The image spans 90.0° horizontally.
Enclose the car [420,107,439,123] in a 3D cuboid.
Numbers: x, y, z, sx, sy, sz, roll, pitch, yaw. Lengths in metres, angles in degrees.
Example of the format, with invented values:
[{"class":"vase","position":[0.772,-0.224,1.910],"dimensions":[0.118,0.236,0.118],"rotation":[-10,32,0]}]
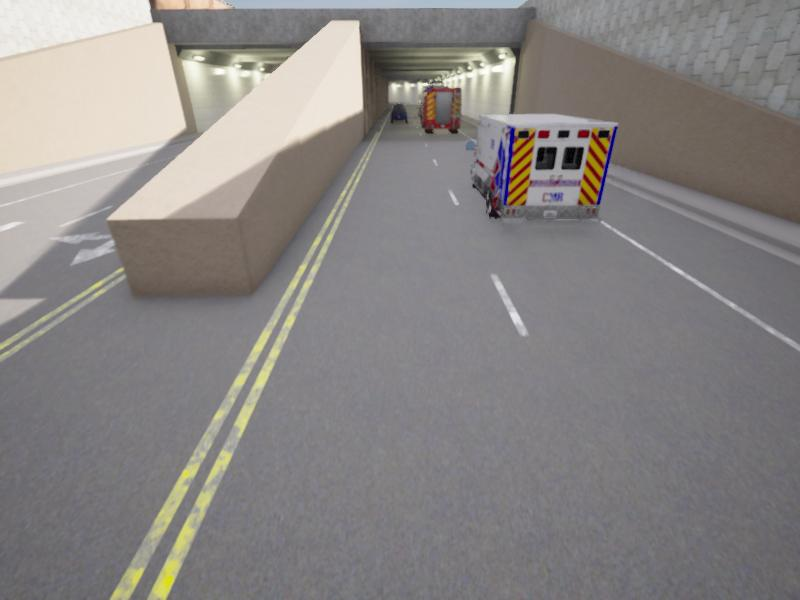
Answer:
[{"class":"car","position":[3.407,-21.773,46.978],"dimensions":[1.812,1.442,4.674],"rotation":[0,27,0]}]

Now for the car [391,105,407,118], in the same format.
[{"class":"car","position":[-0.107,-26.129,55.497],"dimensions":[2.033,1.411,5.357],"rotation":[0,27,0]}]

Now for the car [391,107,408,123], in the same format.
[{"class":"car","position":[-0.094,-21.557,46.512],"dimensions":[1.882,1.535,5.008],"rotation":[0,27,0]}]

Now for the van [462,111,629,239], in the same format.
[{"class":"van","position":[3.470,-3.955,11.508],"dimensions":[2.351,2.431,6.366],"rotation":[0,27,0]}]

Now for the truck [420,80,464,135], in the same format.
[{"class":"truck","position":[3.424,-16.932,35.043],"dimensions":[2.891,3.827,8.468],"rotation":[0,27,0]}]
